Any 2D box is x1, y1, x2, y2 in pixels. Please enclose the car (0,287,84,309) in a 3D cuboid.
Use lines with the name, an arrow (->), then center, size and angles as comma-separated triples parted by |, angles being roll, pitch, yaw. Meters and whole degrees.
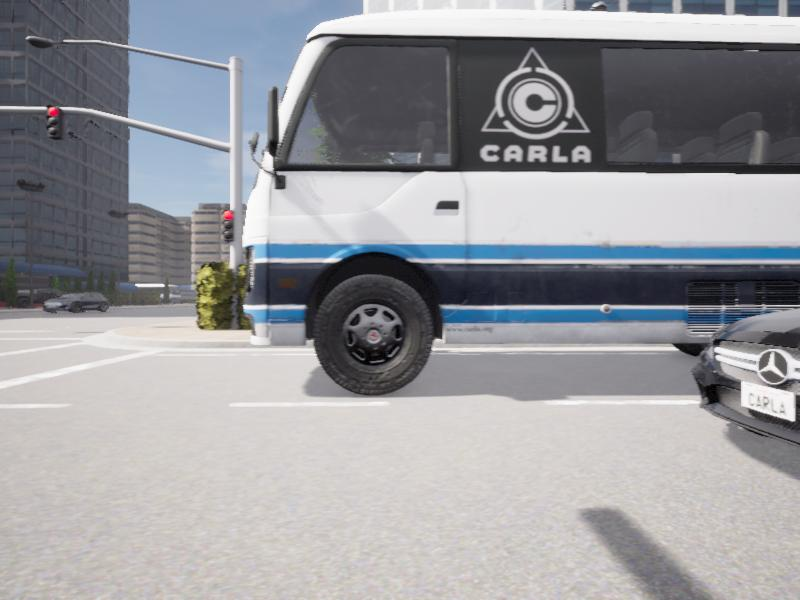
car -> -38.070, -0.191, 42.802 | 2.390, 2.098, 6.274 | 0, 0, 29

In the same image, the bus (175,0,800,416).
bus -> 3.163, -1.132, 5.520 | 10.273, 4.253, 3.944 | 0, 0, -1

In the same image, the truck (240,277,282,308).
truck -> -18.250, -0.911, 53.240 | 2.891, 3.827, 8.468 | 0, 0, -2

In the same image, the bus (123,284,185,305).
bus -> -50.727, -1.121, 82.679 | 10.273, 4.253, 3.944 | 0, 0, -1

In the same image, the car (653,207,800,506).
car -> 4.260, 0.271, 2.161 | 4.674, 1.442, 1.812 | 0, 0, -1

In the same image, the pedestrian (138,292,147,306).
pedestrian -> -34.727, -0.106, 53.971 | 0.751, 1.860, 0.751 | 0, 0, -14

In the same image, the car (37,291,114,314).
car -> -24.573, 0.185, 30.619 | 2.033, 1.649, 4.856 | 0, -1, -2
